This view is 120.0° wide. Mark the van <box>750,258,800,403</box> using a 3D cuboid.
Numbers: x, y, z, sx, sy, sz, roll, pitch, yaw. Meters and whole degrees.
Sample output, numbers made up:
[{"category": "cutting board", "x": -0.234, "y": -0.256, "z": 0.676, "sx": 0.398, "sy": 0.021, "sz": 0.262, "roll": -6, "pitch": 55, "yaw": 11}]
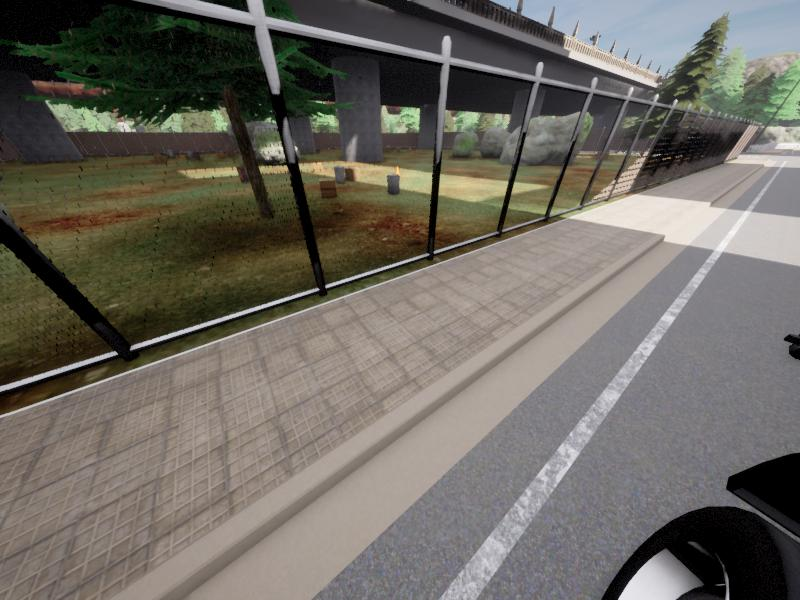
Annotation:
[{"category": "van", "x": 6.346, "y": -0.135, "z": 2.319, "sx": 4.480, "sy": 2.038, "sz": 2.069, "roll": -20, "pitch": 40, "yaw": -27}]
